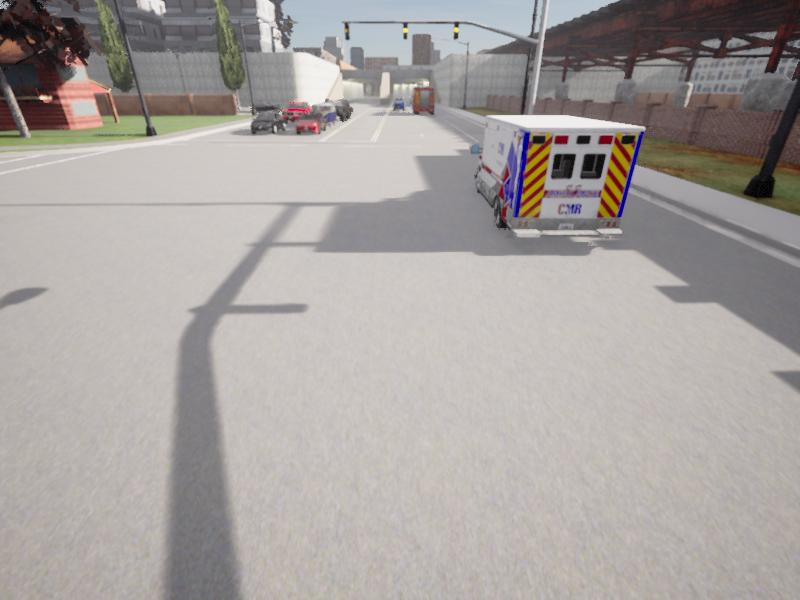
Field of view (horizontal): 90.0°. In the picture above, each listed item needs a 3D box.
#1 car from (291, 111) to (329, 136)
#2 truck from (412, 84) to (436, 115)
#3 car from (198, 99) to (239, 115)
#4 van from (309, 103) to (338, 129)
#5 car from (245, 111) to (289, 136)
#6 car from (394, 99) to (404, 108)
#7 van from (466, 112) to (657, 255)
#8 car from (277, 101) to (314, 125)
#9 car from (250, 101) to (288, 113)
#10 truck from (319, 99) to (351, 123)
[{"bbox_3d":[-7.076,-14.211,32.018,2.007,1.525,4.514,0,28,0],"label":"car"},{"bbox_3d":[3.360,-29.246,58.178,2.891,3.827,8.468,0,28,0],"label":"truck"},{"bbox_3d":[-25.938,-27.659,57.273,4.605,1.855,1.932,-1,28,0],"label":"car"},{"bbox_3d":[-7.091,-17.250,37.313,1.775,1.987,4.442,0,28,0],"label":"van"},{"bbox_3d":[-10.578,-14.298,32.221,1.837,1.490,4.892,0,28,0],"label":"car"},{"bbox_3d":[-0.197,-39.510,80.331,2.033,1.411,5.357,0,28,0],"label":"car"},{"bbox_3d":[3.479,-3.501,10.626,2.351,2.431,6.366,0,28,0],"label":"van"},{"bbox_3d":[-10.536,-19.136,40.845,2.150,2.045,5.566,0,27,0],"label":"car"},{"bbox_3d":[-19.812,-29.158,60.514,4.902,1.511,2.128,0,28,0],"label":"car"},{"bbox_3d":[-7.013,-20.863,44.071,2.390,2.098,6.274,0,28,1],"label":"truck"}]
